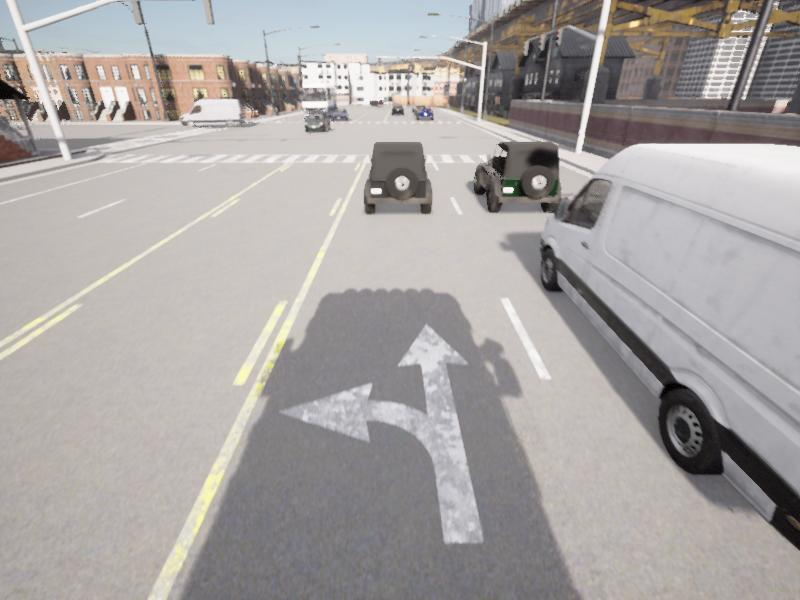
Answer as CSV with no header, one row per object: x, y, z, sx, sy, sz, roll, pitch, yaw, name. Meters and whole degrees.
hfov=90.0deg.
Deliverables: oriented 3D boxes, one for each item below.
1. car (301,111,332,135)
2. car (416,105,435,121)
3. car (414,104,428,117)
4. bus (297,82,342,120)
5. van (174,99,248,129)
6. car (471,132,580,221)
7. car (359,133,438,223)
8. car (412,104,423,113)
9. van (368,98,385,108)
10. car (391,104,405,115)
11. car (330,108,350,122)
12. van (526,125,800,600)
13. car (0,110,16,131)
-7.180,-15.482,34.878,1.851,1.617,3.988,0,27,0,car
3.226,-24.467,52.288,2.152,1.651,5.027,0,27,0,car
3.178,-29.234,61.627,1.882,1.535,5.008,0,27,0,car
-10.667,-27.146,54.623,3.944,4.253,10.273,0,27,0,bus
-18.616,-18.504,39.723,5.915,2.561,1.988,-5,28,-9,van
3.446,-3.819,11.941,1.905,1.878,3.866,0,27,0,car
-0.053,-3.760,11.826,1.905,1.878,3.866,0,27,0,car
3.121,-34.608,72.300,1.895,1.301,4.718,0,27,0,car
-5.826,-48.505,98.464,2.069,2.038,4.480,-18,32,-31,van
-0.339,-30.824,64.775,2.163,1.488,4.792,0,27,0,car
-7.252,-22.649,48.924,1.816,1.474,4.193,0,27,0,car
3.487,-0.442,4.684,1.988,2.561,5.915,0,27,0,van
-39.058,-16.468,36.759,5.238,1.638,1.930,0,27,0,car
